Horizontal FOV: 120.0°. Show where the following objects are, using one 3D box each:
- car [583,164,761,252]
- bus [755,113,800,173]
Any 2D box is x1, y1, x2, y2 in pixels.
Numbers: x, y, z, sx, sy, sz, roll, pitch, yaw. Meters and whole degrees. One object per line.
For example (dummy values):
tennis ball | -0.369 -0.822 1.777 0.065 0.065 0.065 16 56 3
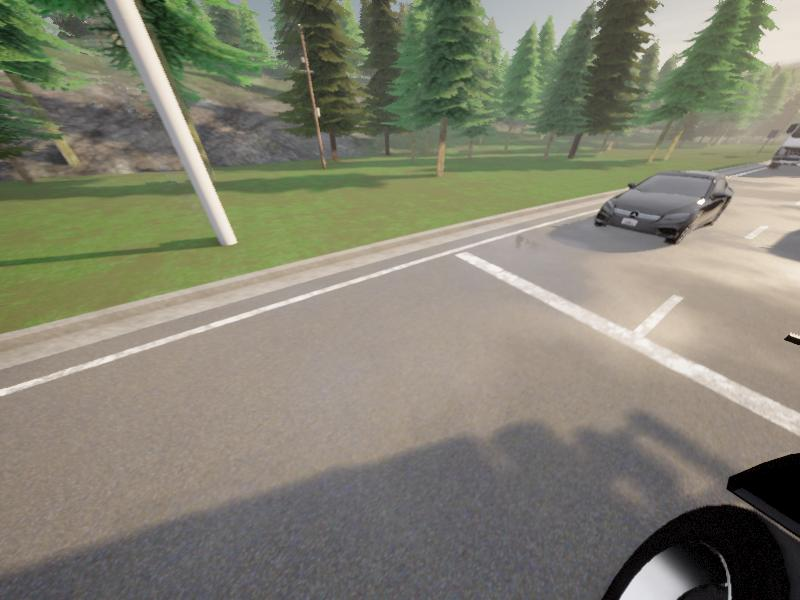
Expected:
car | 7.801 -2.871 6.650 4.674 1.442 1.812 -19 39 -24
bus | 33.320 -12.415 17.551 10.273 4.253 3.944 -18 39 -24
